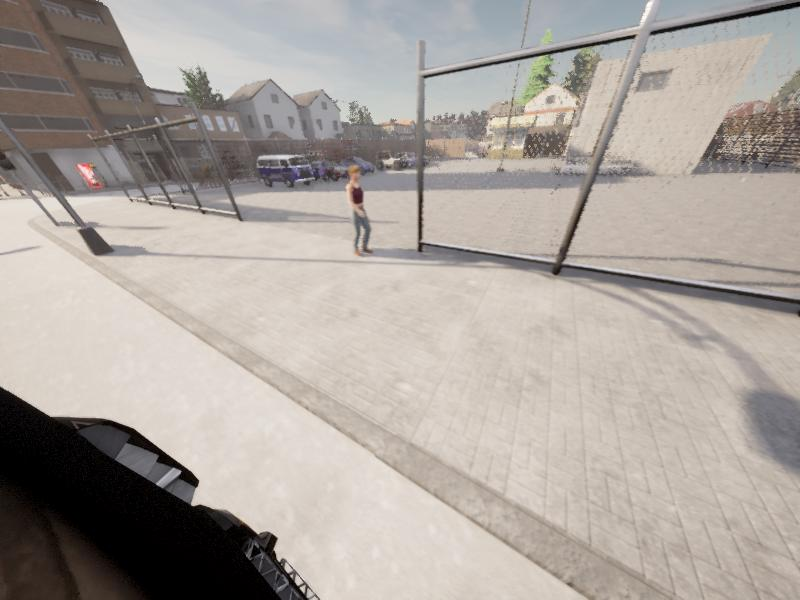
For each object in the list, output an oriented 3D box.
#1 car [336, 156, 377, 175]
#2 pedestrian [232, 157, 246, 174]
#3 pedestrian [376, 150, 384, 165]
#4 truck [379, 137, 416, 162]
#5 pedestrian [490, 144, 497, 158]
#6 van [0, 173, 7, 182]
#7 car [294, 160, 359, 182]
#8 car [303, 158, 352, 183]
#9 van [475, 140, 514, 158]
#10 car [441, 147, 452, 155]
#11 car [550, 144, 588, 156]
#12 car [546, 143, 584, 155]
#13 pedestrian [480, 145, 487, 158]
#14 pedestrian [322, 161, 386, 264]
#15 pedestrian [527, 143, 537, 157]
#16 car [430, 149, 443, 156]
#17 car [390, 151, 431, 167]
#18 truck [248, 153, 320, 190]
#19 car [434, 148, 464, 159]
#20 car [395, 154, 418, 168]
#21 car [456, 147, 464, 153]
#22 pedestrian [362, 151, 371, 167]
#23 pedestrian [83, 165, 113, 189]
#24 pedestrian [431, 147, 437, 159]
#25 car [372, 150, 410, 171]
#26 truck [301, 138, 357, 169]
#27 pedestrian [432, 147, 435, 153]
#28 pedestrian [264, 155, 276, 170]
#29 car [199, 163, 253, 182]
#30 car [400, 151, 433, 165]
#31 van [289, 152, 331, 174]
[{"bbox_3d":[-4.390,-13.626,23.430,3.633,1.501,1.845,16,38,26],"label":"car"},{"bbox_3d":[-21.064,-17.560,30.191,0.751,1.860,0.751,27,44,37],"label":"pedestrian"},{"bbox_3d":[-2.967,-21.490,34.842,0.751,1.860,0.751,23,41,34],"label":"pedestrian"},{"bbox_3d":[-0.206,-29.495,45.223,2.891,3.827,8.468,18,39,28],"label":"truck"},{"bbox_3d":[15.561,-24.858,38.607,0.751,1.860,0.751,5,34,12],"label":"pedestrian"},{"bbox_3d":[-77.884,-22.889,42.883,1.775,1.987,4.442,-3,33,0],"label":"van"},{"bbox_3d":[-6.374,-11.164,19.955,5.357,1.415,2.033,16,38,26],"label":"car"},{"bbox_3d":[-6.125,-11.296,20.007,1.789,1.547,3.705,16,38,26],"label":"car"},{"bbox_3d":[17.149,-27.561,42.207,5.915,2.561,1.988,16,38,26],"label":"van"},{"bbox_3d":[14.845,-47.877,74.157,1.932,1.855,4.605,16,38,26],"label":"car"},{"bbox_3d":[27.245,-24.233,37.427,4.674,1.442,1.812,16,38,26],"label":"car"},{"bbox_3d":[28.794,-26.396,40.433,5.027,1.651,2.152,16,38,26],"label":"car"},{"bbox_3d":[14.333,-25.467,39.619,0.751,1.860,0.751,18,39,29],"label":"pedestrian"},{"bbox_3d":[-0.892,-1.836,4.907,0.751,1.860,0.751,16,38,26],"label":"pedestrian"},{"bbox_3d":[20.463,-23.217,35.765,0.751,1.860,0.751,21,40,31],"label":"pedestrian"},{"bbox_3d":[10.918,-43.850,68.675,1.837,1.490,4.892,16,38,26],"label":"car"},{"bbox_3d":[1.340,-18.029,29.570,4.611,1.667,2.242,16,38,26],"label":"car"},{"bbox_3d":[-8.511,-9.511,17.038,4.478,2.038,2.069,16,38,26],"label":"truck"},{"bbox_3d":[9.772,-29.329,46.286,5.366,1.575,1.801,15,37,25],"label":"car"},{"bbox_3d":[0.806,-16.740,27.845,2.207,1.379,1.481,16,38,26],"label":"car"},{"bbox_3d":[21.853,-54.644,84.185,1.789,1.549,3.705,16,38,26],"label":"car"},{"bbox_3d":[-4.728,-20.052,32.787,0.751,1.860,0.751,12,36,22],"label":"pedestrian"},{"bbox_3d":[-27.371,-11.174,20.953,0.751,1.860,0.751,16,38,26],"label":"pedestrian"},{"bbox_3d":[6.255,-27.081,42.648,0.751,1.860,0.751,13,36,22],"label":"pedestrian"},{"bbox_3d":[-1.032,-16.062,26.571,3.866,1.878,1.905,16,38,26],"label":"car"},{"bbox_3d":[-10.939,-23.537,36.965,2.891,3.827,8.468,16,38,26],"label":"truck"},{"bbox_3d":[11.197,-50.223,77.358,0.751,1.860,0.751,16,38,26],"label":"pedestrian"},{"bbox_3d":[-19.573,-20.636,34.744,0.751,1.860,0.751,20,39,30],"label":"pedestrian"},{"bbox_3d":[-19.233,-14.286,25.777,1.994,1.385,4.181,16,38,26],"label":"car"},{"bbox_3d":[2.293,-19.718,32.186,4.193,1.474,1.816,16,38,26],"label":"car"},{"bbox_3d":[-11.491,-17.805,29.944,2.069,2.038,4.480,16,38,26],"label":"van"}]
